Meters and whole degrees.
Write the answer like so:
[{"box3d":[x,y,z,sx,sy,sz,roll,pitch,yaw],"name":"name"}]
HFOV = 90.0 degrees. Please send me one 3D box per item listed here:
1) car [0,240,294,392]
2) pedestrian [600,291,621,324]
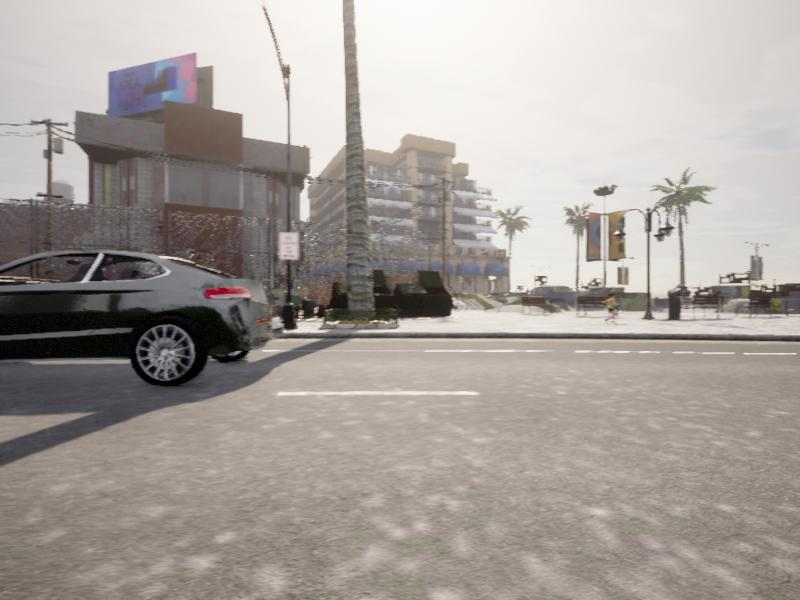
[{"box3d":[-4.218,0.174,5.445,5.027,1.651,2.152,0,0,-3],"name":"car"},{"box3d":[7.214,0.249,13.724,0.500,1.100,0.500,0,0,12],"name":"pedestrian"}]
